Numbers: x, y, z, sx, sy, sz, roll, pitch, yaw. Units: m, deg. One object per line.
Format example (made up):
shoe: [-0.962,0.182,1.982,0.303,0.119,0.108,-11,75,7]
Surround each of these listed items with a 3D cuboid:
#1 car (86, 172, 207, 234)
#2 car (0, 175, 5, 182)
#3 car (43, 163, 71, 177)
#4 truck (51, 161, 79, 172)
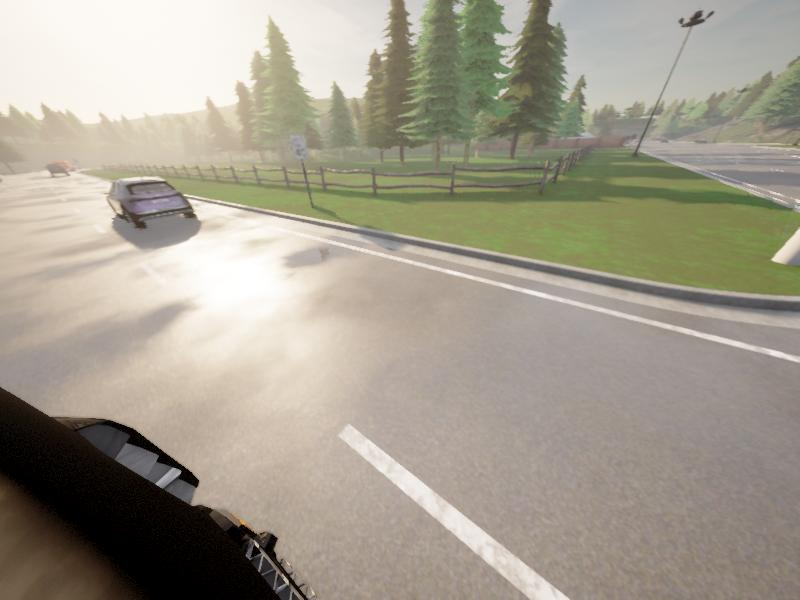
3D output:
car: [-10.506,-4.193,9.546,4.856,1.649,2.033,20,39,30]
car: [-63.505,-19.024,35.634,4.892,1.490,1.837,21,40,31]
car: [-64.089,-24.273,43.142,5.566,2.045,2.150,21,40,31]
truck: [-90.053,-35.979,62.201,2.627,2.467,5.204,-26,40,-31]
